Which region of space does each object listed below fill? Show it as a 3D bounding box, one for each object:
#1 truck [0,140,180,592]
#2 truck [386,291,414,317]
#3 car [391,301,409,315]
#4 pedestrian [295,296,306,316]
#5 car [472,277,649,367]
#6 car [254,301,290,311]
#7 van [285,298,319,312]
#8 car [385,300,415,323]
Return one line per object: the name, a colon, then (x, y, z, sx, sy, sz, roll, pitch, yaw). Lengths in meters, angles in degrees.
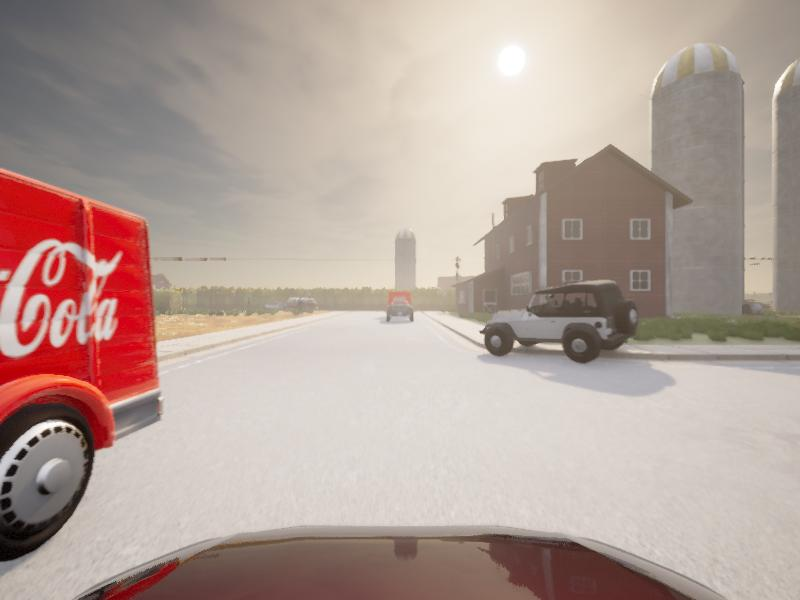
truck: (-3.502, 0.359, 1.367, 2.627, 2.467, 5.204, 0, 0, 0)
truck: (-0.001, 0.413, 40.075, 2.627, 2.467, 5.204, 0, -1, 0)
car: (0.028, 0.913, 48.225, 2.038, 1.542, 4.974, 0, 0, 0)
pedestrian: (-9.344, 0.546, 37.482, 0.751, 1.860, 0.751, 0, 0, 7)
car: (4.164, 0.513, 10.794, 1.905, 1.878, 3.866, -8, 3, -42)
car: (-19.878, 0.950, 62.386, 4.974, 1.542, 2.038, 0, 0, 1)
van: (-14.333, 0.693, 58.802, 4.480, 2.038, 2.069, 0, 0, 1)
car: (0.003, 0.838, 31.812, 2.152, 1.651, 5.027, 0, 0, 0)
